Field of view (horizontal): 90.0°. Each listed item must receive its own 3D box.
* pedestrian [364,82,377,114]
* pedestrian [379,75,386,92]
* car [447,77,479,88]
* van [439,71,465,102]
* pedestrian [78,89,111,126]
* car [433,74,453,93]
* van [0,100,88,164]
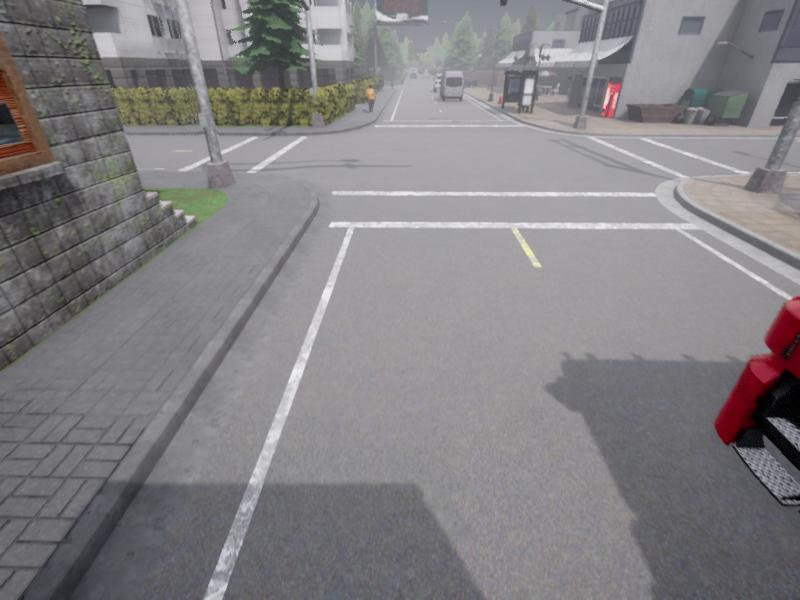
[{"bbox_3d":[-2.009,-13.764,27.285,0.751,1.860,0.751,-5,31,-8],"label":"pedestrian"},{"bbox_3d":[-2.206,-27.266,50.328,0.751,1.860,0.751,2,30,3],"label":"pedestrian"},{"bbox_3d":[10.417,-36.121,66.495,4.892,1.490,1.837,-3,31,-6],"label":"car"},{"bbox_3d":[5.192,-21.729,40.561,1.988,2.561,5.915,1,31,1],"label":"van"},{"bbox_3d":[-17.545,-11.060,22.993,0.751,1.860,0.751,22,37,33],"label":"pedestrian"},{"bbox_3d":[5.571,-28.504,52.608,2.150,2.045,5.566,1,30,2],"label":"car"},{"bbox_3d":[-15.357,-6.521,15.439,4.480,2.038,2.069,1,30,1],"label":"van"}]
